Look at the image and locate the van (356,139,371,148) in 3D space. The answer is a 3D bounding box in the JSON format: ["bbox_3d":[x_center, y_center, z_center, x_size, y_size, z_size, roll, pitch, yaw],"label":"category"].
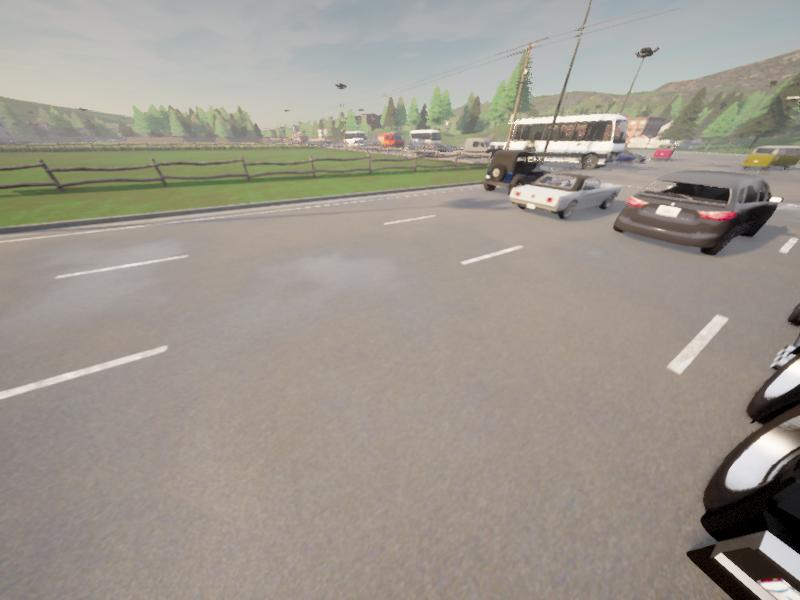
[{"bbox_3d":[-11.546,-49.515,72.990,2.351,2.431,6.366,-18,39,-25],"label":"van"}]

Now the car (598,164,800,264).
[{"bbox_3d":[8.482,-2.678,6.483,4.611,1.667,2.242,-16,38,-22],"label":"car"}]

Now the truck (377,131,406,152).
[{"bbox_3d":[-2.129,-37.058,53.943,2.891,3.827,8.468,-18,39,-25],"label":"truck"}]

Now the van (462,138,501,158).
[{"bbox_3d":[13.398,-25.424,38.488,1.988,2.561,5.915,-18,39,-25],"label":"van"}]

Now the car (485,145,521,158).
[{"bbox_3d":[17.252,-25.240,39.060,2.152,1.651,5.027,-18,39,-25],"label":"car"}]

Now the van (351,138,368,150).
[{"bbox_3d":[-10.558,-40.781,60.309,1.988,2.561,5.915,-18,39,-25],"label":"van"}]

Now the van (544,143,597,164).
[{"bbox_3d":[20.989,-18.243,28.668,2.069,2.038,4.480,-23,41,-29],"label":"van"}]

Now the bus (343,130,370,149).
[{"bbox_3d":[-13.241,-48.128,69.382,3.944,4.253,10.273,-18,39,-25],"label":"bus"}]

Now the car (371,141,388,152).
[{"bbox_3d":[-4.749,-34.874,52.483,1.932,1.855,4.605,-18,39,-25],"label":"car"}]

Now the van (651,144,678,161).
[{"bbox_3d":[39.493,-22.150,34.508,4.442,1.987,1.775,-28,44,-35],"label":"van"}]

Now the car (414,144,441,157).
[{"bbox_3d":[4.571,-25.775,39.665,2.242,1.667,4.611,-18,39,-25],"label":"car"}]

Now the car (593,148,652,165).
[{"bbox_3d":[27.157,-17.729,28.475,4.792,1.488,2.163,19,39,25],"label":"car"}]

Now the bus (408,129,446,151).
[{"bbox_3d":[6.554,-40.732,58.931,3.944,4.253,10.273,-18,39,-25],"label":"bus"}]

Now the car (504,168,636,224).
[{"bbox_3d":[6.600,-4.207,8.994,4.718,1.301,1.895,-18,39,-25],"label":"car"}]

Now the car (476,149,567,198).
[{"bbox_3d":[6.198,-6.645,11.974,3.866,1.878,1.905,-18,39,-25],"label":"car"}]

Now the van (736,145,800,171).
[{"bbox_3d":[36.348,-13.771,22.425,4.442,1.987,1.775,-6,36,-10],"label":"van"}]

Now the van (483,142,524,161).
[{"bbox_3d":[14.169,-20.557,31.933,2.069,2.038,4.480,-19,39,-25],"label":"van"}]

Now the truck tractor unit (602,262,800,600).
[{"bbox_3d":[5.112,-0.296,0.795,6.516,4.208,3.053,-18,39,-24],"label":"truck tractor unit"}]

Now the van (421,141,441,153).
[{"bbox_3d":[6.388,-31.981,48.335,1.775,1.987,4.442,-18,39,-25],"label":"van"}]

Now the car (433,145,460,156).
[{"bbox_3d":[8.030,-26.271,40.569,1.837,1.490,4.892,-18,39,-25],"label":"car"}]

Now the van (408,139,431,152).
[{"bbox_3d":[4.683,-37.729,56.200,2.351,2.431,6.366,-18,39,-25],"label":"van"}]

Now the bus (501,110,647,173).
[{"bbox_3d":[16.490,-15.940,23.377,3.944,4.253,10.273,-24,41,-29],"label":"bus"}]
